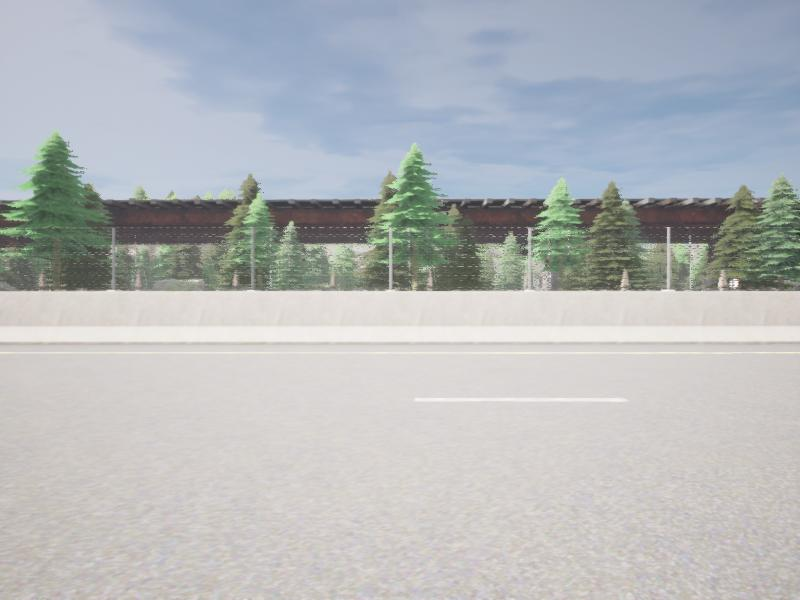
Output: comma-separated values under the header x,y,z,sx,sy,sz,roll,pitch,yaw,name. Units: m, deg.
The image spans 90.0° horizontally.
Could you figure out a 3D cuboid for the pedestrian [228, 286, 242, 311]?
x,y,z,sx,sy,sz,roll,pitch,yaw,name
-12.137,-0.109,29.441,0.751,1.860,0.751,0,0,2,pedestrian
